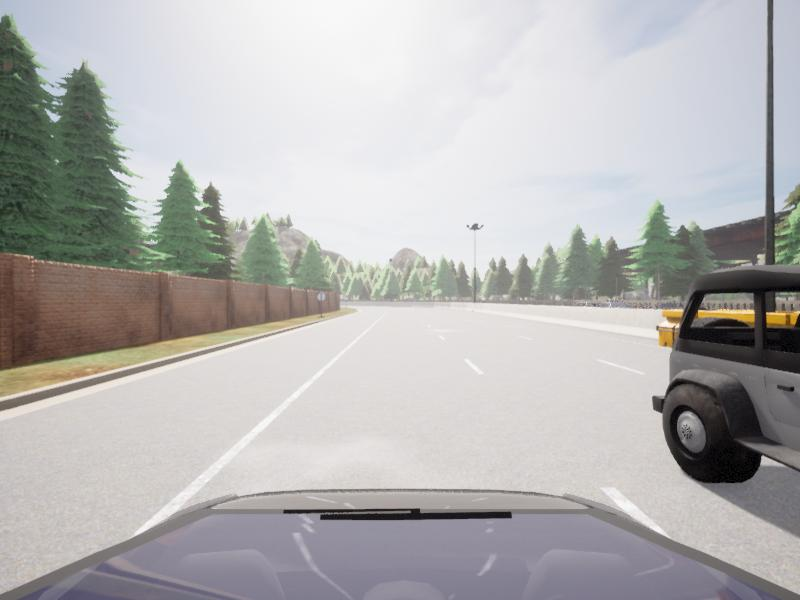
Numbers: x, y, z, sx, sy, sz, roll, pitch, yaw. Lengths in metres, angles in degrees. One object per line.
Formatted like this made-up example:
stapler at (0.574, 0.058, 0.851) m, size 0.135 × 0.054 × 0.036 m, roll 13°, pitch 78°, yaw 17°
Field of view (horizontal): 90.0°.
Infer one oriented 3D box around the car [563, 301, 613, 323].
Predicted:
car at (14.025, 0.855, 30.142) m, size 1.970 × 1.475 × 3.806 m, roll 0°, pitch 0°, yaw 0°

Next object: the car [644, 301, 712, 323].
car at (21.026, 0.846, 30.581) m, size 1.837 × 1.490 × 4.892 m, roll 0°, pitch 0°, yaw 0°

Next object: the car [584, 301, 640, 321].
car at (17.529, 0.826, 33.349) m, size 2.038 × 1.542 × 4.974 m, roll 0°, pitch 0°, yaw 0°

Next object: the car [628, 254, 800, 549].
car at (3.501, 0.646, 2.535) m, size 1.905 × 1.878 × 3.866 m, roll 0°, pitch 0°, yaw 0°
